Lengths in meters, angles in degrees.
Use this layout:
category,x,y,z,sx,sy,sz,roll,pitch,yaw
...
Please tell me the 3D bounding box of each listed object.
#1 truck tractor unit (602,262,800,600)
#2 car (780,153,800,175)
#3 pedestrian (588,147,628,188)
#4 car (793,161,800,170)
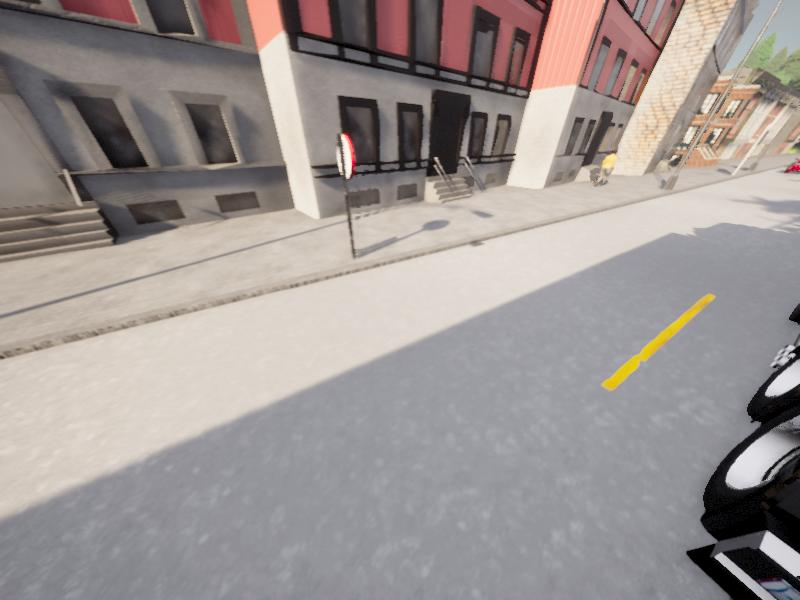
category,x,y,z,sx,sy,sz,roll,pitch,yaw
truck tractor unit,5.112,-0.298,0.790,6.516,4.208,3.053,-18,39,-24
car,35.518,-11.752,19.857,4.514,1.525,2.007,-18,39,-24
pedestrian,11.403,-7.278,12.707,0.751,1.860,0.751,-17,38,-23
car,42.615,-14.283,23.099,5.566,2.045,2.150,-18,39,-25
